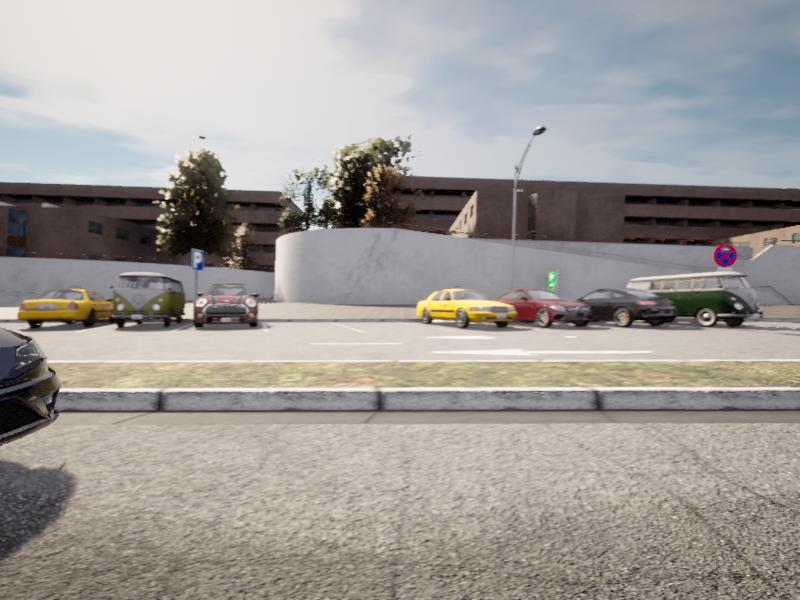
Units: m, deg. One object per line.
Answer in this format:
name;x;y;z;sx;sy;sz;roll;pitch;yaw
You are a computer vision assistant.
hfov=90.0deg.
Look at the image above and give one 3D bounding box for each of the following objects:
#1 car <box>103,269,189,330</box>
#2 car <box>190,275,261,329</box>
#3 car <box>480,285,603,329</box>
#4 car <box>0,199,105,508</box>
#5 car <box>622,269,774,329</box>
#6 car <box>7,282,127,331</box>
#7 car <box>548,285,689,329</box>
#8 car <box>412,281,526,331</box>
car;-9.579;0.014;15.484;1.878;1.987;4.442;1;-1;-20
car;-6.654;0.113;15.636;2.185;1.767;4.553;1;-1;-20
car;5.270;0.267;15.670;2.002;1.452;4.674;1;-1;-20
car;-4.007;0.259;1.672;4.193;1.474;1.816;0;0;0
car;11.268;-0.007;15.593;1.878;1.987;4.442;1;-1;-20
car;-12.671;0.244;15.745;1.946;1.575;5.366;0;-1;-20
car;8.243;0.264;15.679;2.002;1.452;4.674;0;-1;-20
car;2.357;0.224;15.479;1.946;1.575;5.366;1;-1;-20
